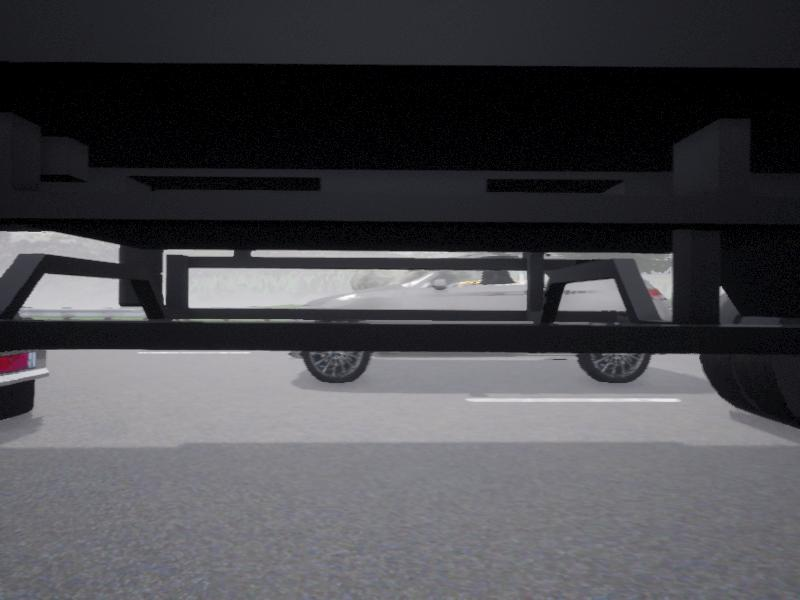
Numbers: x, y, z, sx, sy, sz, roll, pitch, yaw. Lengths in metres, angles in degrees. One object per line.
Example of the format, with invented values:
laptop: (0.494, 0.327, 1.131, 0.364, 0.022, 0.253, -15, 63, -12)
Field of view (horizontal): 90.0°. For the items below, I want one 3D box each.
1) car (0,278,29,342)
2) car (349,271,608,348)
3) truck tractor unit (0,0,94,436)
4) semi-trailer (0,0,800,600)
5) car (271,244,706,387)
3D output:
car: (-11.726, 0.231, 9.202, 4.514, 1.525, 2.007, 0, 0, 0)
car: (1.628, 0.200, 9.200, 5.366, 1.575, 1.801, 0, 0, 0)
truck tractor unit: (-6.120, -1.126, 2.193, 6.516, 4.208, 3.053, 0, 0, 0)
semi-trailer: (1.801, -1.223, 2.207, 14.254, 4.402, 2.717, 0, 0, 0)
car: (1.027, 0.181, 5.699, 5.027, 1.651, 2.152, 0, 0, 0)
